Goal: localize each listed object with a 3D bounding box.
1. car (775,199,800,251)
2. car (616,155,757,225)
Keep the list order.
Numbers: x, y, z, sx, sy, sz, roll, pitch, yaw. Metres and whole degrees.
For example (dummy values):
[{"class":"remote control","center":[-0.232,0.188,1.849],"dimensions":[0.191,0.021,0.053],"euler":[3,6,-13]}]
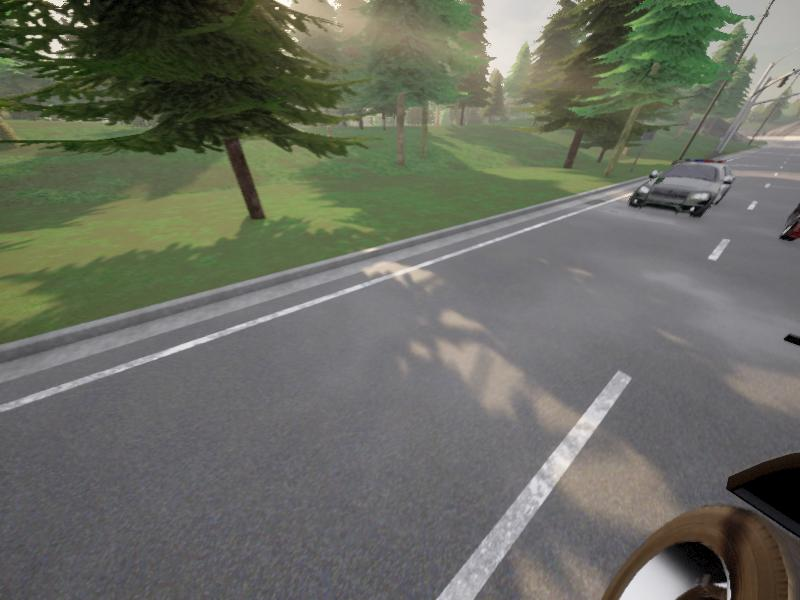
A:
[{"class":"car","center":[11.566,-2.132,5.622],"dimensions":[4.181,1.385,1.994],"euler":[-22,41,-28]},{"class":"car","center":[10.534,-4.242,8.478],"dimensions":[4.974,1.542,2.038],"euler":[-22,41,-28]}]
